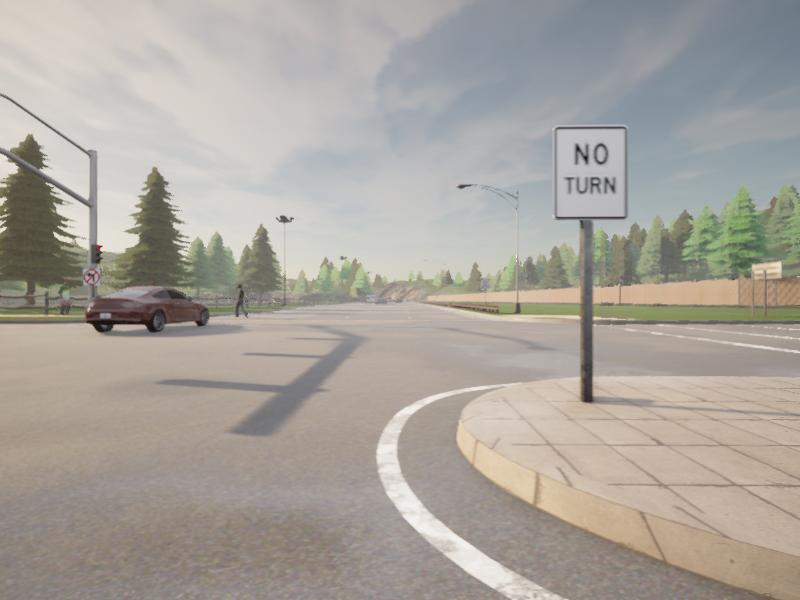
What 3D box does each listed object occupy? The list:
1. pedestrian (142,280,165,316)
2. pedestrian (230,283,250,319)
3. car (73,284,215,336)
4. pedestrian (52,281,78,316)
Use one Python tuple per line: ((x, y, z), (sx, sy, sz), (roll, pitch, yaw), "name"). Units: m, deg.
((-13.024, -0.105, 21.160), (0.751, 1.860, 0.751), (0, 0, 4), "pedestrian")
((-8.560, 0.046, 21.422), (0.751, 1.860, 0.751), (0, 0, 10), "pedestrian")
((-8.264, 0.277, 13.555), (1.812, 1.442, 4.674), (0, 0, 1), "car")
((-18.072, -0.102, 21.604), (0.751, 1.860, 0.751), (0, 0, 5), "pedestrian")
